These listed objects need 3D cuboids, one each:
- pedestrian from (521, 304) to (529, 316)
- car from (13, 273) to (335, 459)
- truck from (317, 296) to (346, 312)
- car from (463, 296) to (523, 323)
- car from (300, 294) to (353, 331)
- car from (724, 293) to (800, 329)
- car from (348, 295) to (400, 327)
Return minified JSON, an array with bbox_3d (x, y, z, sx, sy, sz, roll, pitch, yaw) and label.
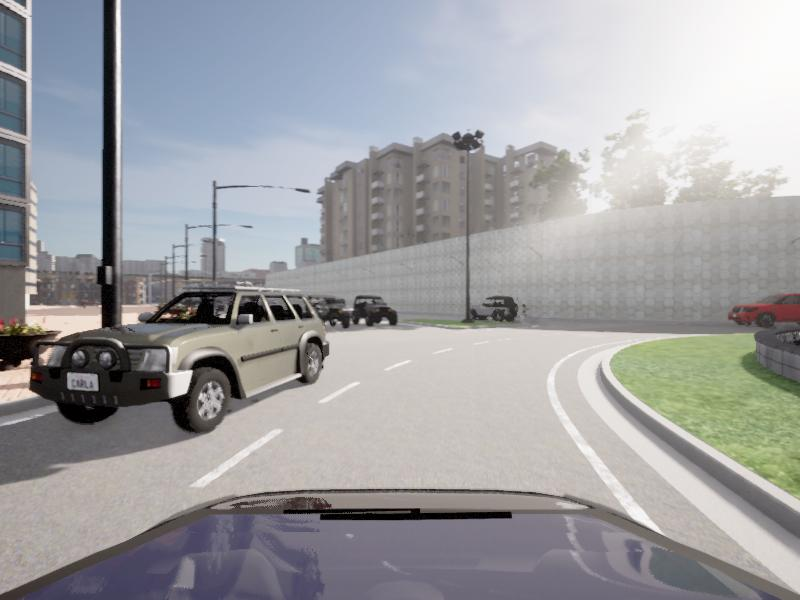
[{"bbox_3d":[11.460,0.897,36.805,0.500,1.100,0.500,0,0,-35],"label":"pedestrian"},{"bbox_3d":[-2.819,0.649,6.446,1.932,1.855,4.605,0,0,13],"label":"car"},{"bbox_3d":[-9.881,0.542,57.425,2.390,2.098,6.274,0,0,-26],"label":"truck"},{"bbox_3d":[6.789,0.667,29.523,3.866,1.878,1.905,0,0,43],"label":"car"},{"bbox_3d":[-4.289,0.646,22.866,1.905,1.878,3.866,0,0,-27],"label":"car"},{"bbox_3d":[23.027,0.618,23.745,5.566,2.045,2.150,0,0,11],"label":"car"},{"bbox_3d":[-1.735,0.651,25.542,1.905,1.878,3.866,0,0,-27],"label":"car"}]
